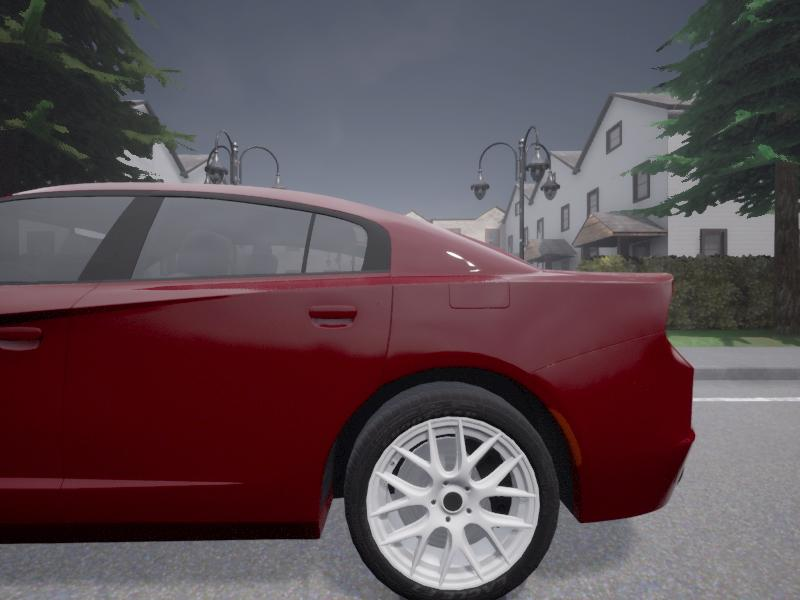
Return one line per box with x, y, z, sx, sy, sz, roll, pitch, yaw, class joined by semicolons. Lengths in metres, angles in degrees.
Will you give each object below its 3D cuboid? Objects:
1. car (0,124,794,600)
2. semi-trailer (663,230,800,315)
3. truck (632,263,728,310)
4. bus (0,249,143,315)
-1.271;0.223;2.175;5.008;1.535;1.882;0;0;-1;car
22.012;-1.409;23.928;2.717;4.402;14.254;0;0;-2;semi-trailer
25.495;-1.112;37.157;2.891;3.827;8.468;0;0;-1;truck
-25.154;-1.149;30.949;3.944;4.253;10.273;0;0;0;bus
